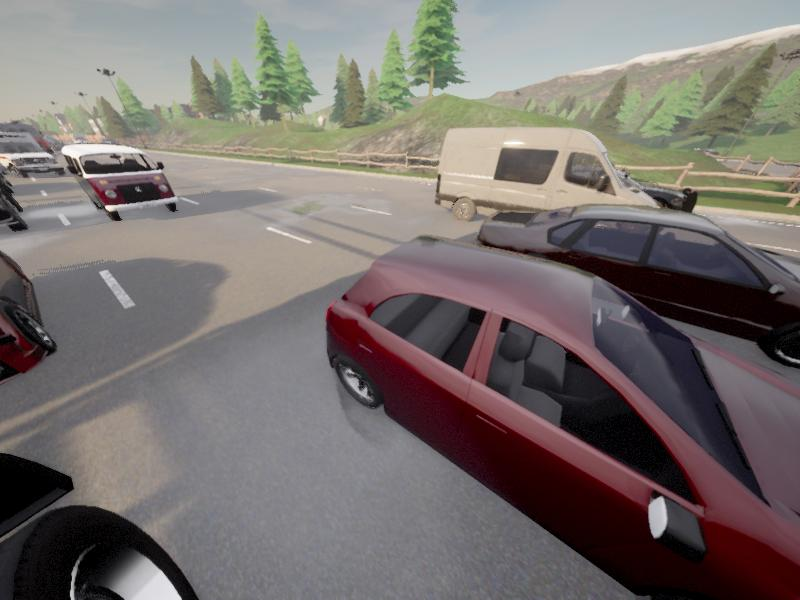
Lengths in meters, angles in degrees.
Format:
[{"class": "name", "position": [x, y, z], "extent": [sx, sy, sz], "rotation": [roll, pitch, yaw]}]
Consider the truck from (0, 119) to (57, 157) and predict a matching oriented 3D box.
[{"class": "truck", "position": [-50.646, -21.730, 31.125], "extent": [8.468, 3.827, 2.891], "rotation": [22, 40, 28]}]

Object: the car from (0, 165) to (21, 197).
[{"class": "car", "position": [-20.124, -5.751, 10.658], "extent": [4.792, 1.488, 2.163], "rotation": [22, 40, 28]}]

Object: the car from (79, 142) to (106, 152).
[{"class": "car", "position": [-55.118, -27.500, 41.426], "extent": [3.806, 1.475, 1.970], "rotation": [22, 40, 28]}]

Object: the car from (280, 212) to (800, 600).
[{"class": "car", "position": [1.119, 0.521, 1.903], "extent": [3.633, 1.501, 1.845], "rotation": [22, 40, 28]}]

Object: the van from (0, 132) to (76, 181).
[{"class": "van", "position": [-25.763, -9.667, 15.373], "extent": [6.366, 2.431, 2.351], "rotation": [14, 37, 18]}]

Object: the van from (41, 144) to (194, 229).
[{"class": "van", "position": [-9.797, -4.182, 8.064], "extent": [4.480, 2.038, 2.069], "rotation": [22, 40, 29]}]

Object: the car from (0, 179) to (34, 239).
[{"class": "car", "position": [-13.032, -2.892, 6.527], "extent": [5.027, 1.651, 2.152], "rotation": [22, 40, 28]}]

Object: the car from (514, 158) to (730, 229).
[{"class": "car", "position": [7.526, -4.246, 8.735], "extent": [5.238, 1.638, 1.930], "rotation": [22, 40, 28]}]

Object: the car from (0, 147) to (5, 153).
[{"class": "car", "position": [-63.696, -23.851, 35.695], "extent": [4.605, 1.855, 1.932], "rotation": [22, 40, 28]}]

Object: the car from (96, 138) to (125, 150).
[{"class": "car", "position": [-58.683, -31.664, 46.835], "extent": [5.566, 2.045, 2.150], "rotation": [22, 40, 28]}]

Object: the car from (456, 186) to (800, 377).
[{"class": "car", "position": [3.952, -0.710, 3.827], "extent": [5.357, 1.411, 2.033], "rotation": [23, 40, 28]}]

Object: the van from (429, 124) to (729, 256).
[{"class": "van", "position": [4.068, -3.583, 6.948], "extent": [5.915, 2.561, 1.988], "rotation": [23, 40, 28]}]

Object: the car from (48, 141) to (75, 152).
[{"class": "car", "position": [-57.898, -26.239, 39.477], "extent": [3.633, 1.501, 1.845], "rotation": [23, 41, 28]}]

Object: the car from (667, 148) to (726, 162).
[{"class": "car", "position": [42.625, -21.010, 33.405], "extent": [1.837, 1.490, 4.892], "rotation": [-5, 35, -9]}]

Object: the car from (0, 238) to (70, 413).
[{"class": "car", "position": [-6.054, 0.121, 2.555], "extent": [4.181, 1.385, 1.994], "rotation": [22, 40, 28]}]
